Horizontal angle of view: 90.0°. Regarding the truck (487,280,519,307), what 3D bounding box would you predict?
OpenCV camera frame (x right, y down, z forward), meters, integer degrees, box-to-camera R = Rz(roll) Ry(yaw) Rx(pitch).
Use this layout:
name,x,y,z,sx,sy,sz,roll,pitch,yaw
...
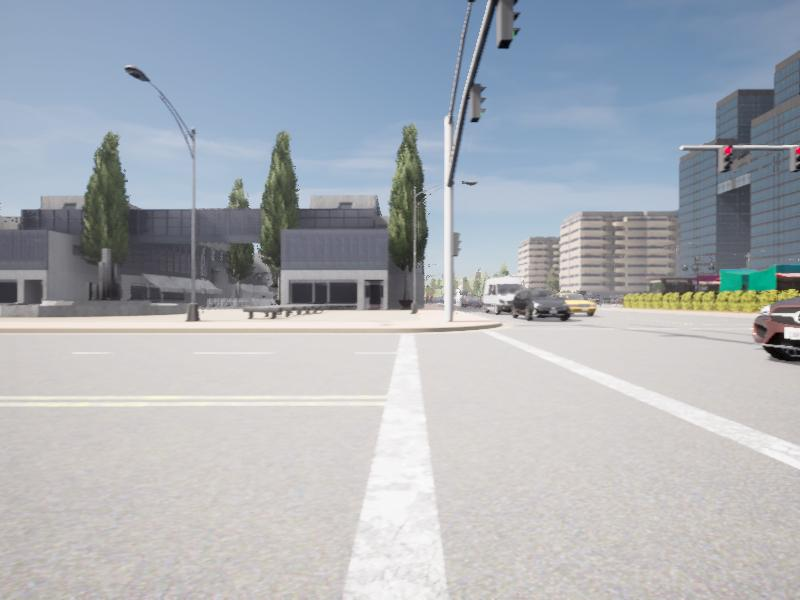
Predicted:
name,x,y,z,sx,sy,sz,roll,pitch,yaw
truck,15.610,-0.908,61.130,2.891,3.827,8.468,0,0,2

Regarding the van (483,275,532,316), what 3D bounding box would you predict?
name,x,y,z,sx,sy,sz,roll,pitch,yaw
van,7.246,-0.273,27.701,1.988,2.561,5.915,0,0,2

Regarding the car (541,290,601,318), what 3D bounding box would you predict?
name,x,y,z,sx,sy,sz,roll,pitch,yaw
car,10.698,0.210,25.480,1.801,1.575,5.366,0,0,3

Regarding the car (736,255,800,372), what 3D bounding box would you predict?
name,x,y,z,sx,sy,sz,roll,pitch,yaw
car,8.147,0.187,5.605,5.027,1.651,2.152,0,0,2

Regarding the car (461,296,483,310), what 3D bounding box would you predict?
name,x,y,z,sx,sy,sz,roll,pitch,yaw
car,7.902,0.275,44.197,1.812,1.442,4.674,0,0,2

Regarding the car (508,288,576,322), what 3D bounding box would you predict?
name,x,y,z,sx,sy,sz,roll,pitch,yaw
car,6.979,0.234,20.175,2.007,1.525,4.514,0,0,3

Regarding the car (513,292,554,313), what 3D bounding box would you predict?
name,x,y,z,sx,sy,sz,roll,pitch,yaw
car,10.976,0.211,33.368,1.801,1.575,5.366,0,0,2
